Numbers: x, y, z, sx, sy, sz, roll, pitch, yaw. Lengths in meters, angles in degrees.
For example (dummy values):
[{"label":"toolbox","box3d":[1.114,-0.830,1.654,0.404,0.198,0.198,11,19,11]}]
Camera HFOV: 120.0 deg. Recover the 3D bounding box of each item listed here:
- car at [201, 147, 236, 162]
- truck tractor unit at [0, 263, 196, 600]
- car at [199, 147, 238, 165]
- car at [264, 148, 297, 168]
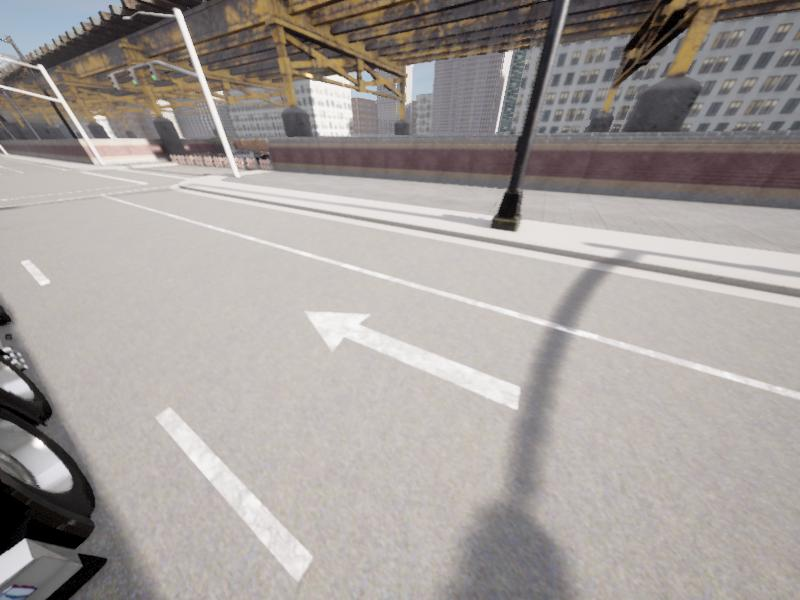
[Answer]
[{"label":"car","box3d":[-21.686,-17.601,27.866,1.853,1.218,4.536,-10,36,-13]},{"label":"truck tractor unit","box3d":[-5.111,-0.298,0.793,6.516,4.208,3.053,18,39,24]},{"label":"car","box3d":[-21.671,-17.443,27.915,2.038,1.542,4.974,-10,36,-13]},{"label":"car","box3d":[-12.639,-15.024,24.348,2.038,1.542,4.974,-19,39,-25]}]
